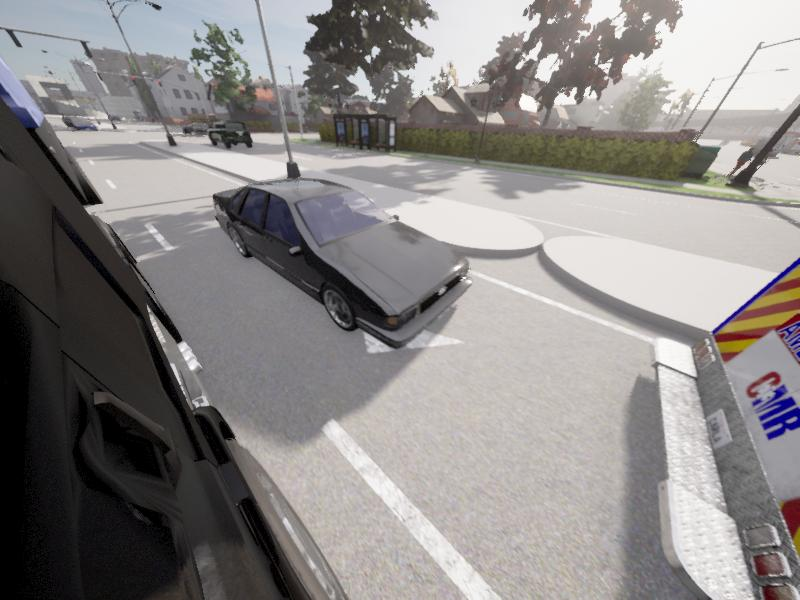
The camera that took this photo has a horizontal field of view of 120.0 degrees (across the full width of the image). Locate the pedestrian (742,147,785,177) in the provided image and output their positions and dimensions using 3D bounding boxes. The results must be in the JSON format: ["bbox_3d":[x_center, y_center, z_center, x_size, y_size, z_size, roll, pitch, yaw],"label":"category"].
[{"bbox_3d":[27.133,-10.337,17.310,0.751,1.860,0.751,30,45,31],"label":"pedestrian"}]

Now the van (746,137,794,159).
[{"bbox_3d":[59.226,-24.573,37.167,1.988,2.561,5.915,28,45,30],"label":"van"}]

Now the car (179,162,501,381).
[{"bbox_3d":[-1.450,-1.233,4.035,5.357,1.411,2.033,28,44,30],"label":"car"}]

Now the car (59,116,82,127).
[{"bbox_3d":[-59.622,-32.305,41.789,4.718,1.301,1.895,28,44,30],"label":"car"}]

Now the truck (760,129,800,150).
[{"bbox_3d":[94.111,-39.713,56.984,2.891,3.827,8.468,28,45,30],"label":"truck"}]

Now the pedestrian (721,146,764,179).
[{"bbox_3d":[23.868,-9.631,16.159,0.751,1.860,0.751,28,44,30],"label":"pedestrian"}]

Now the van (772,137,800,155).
[{"bbox_3d":[76.365,-29.967,44.893,2.351,2.431,6.366,28,45,30],"label":"van"}]

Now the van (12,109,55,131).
[{"bbox_3d":[-46.643,-22.924,29.507,4.480,2.038,2.069,28,44,30],"label":"van"}]

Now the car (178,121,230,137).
[{"bbox_3d":[-27.503,-24.075,32.591,5.238,1.638,1.930,-22,44,-29],"label":"car"}]

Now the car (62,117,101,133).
[{"bbox_3d":[-43.062,-23.698,31.228,4.792,1.488,2.163,25,42,26],"label":"car"}]

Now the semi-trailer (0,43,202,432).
[{"bbox_3d":[-8.700,-3.610,4.217,14.254,4.402,2.717,28,44,30],"label":"semi-trailer"}]

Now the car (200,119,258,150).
[{"bbox_3d":[-16.072,-15.593,21.686,5.566,2.045,2.150,28,44,30],"label":"car"}]

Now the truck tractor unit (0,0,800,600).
[{"bbox_3d":[-2.645,-0.295,0.351,6.516,4.208,3.053,28,44,30],"label":"truck tractor unit"}]

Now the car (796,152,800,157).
[{"bbox_3d":[69.706,-24.930,38.861,1.789,1.549,3.705,28,45,30],"label":"car"}]
